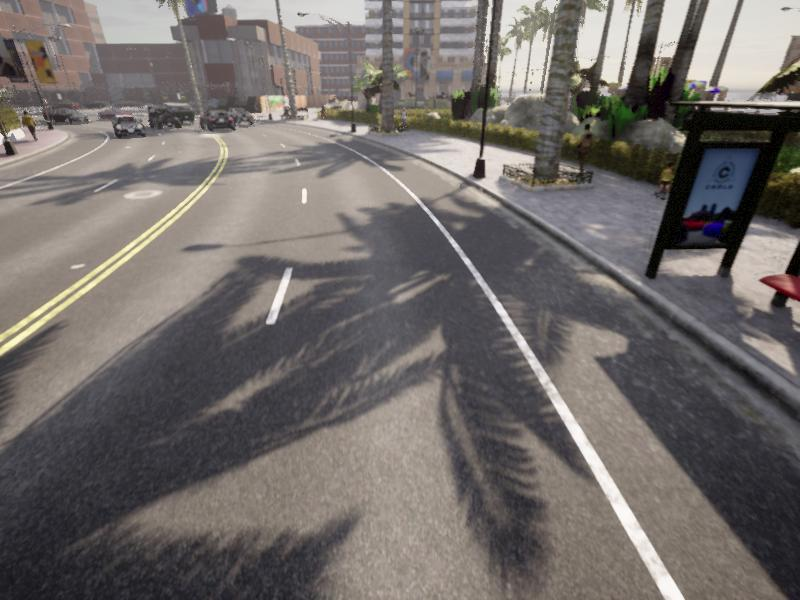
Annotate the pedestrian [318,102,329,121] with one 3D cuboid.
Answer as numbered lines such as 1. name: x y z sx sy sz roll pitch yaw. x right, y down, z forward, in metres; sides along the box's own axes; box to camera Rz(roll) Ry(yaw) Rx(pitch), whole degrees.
1. pedestrian: -8.575 -21.130 44.817 0.751 1.860 0.751 -23 35 -37

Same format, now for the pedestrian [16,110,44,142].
1. pedestrian: -23.812 -11.221 25.769 0.751 1.860 0.751 -20 33 -33

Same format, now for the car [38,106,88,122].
1. car: -39.758 -21.939 47.186 4.514 1.525 2.007 8 28 15

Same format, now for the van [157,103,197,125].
1. van: -23.723 -19.811 42.546 4.442 1.987 1.775 22 35 36

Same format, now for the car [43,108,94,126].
1. car: -34.819 -19.230 41.972 4.892 1.490 1.837 13 30 24

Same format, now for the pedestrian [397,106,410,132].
1. pedestrian: 0.301 -14.617 32.274 0.751 1.860 0.751 -13 30 -23

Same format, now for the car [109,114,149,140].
1. car: -20.535 -13.142 30.260 1.970 1.475 3.806 -17 32 -30

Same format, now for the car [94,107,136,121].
1. car: -34.631 -22.617 48.624 4.181 1.385 1.994 11 29 21

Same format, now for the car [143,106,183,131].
1. car: -21.874 -16.818 36.882 1.905 1.878 3.866 -23 35 -37

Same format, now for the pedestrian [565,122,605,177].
1. pedestrian: 6.885 -5.636 14.983 0.751 1.860 0.751 -4 28 -8

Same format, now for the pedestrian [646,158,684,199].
1. pedestrian: 7.885 -3.625 11.937 0.500 1.100 0.500 -3 28 -6

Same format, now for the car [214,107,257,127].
1. car: -16.997 -18.943 41.259 2.152 1.651 5.027 -22 35 -36

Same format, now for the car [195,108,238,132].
1. car: -16.444 -16.102 35.741 2.242 1.667 4.611 -18 32 -30

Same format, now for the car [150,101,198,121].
1. car: -27.634 -23.113 48.838 5.566 2.045 2.150 16 31 27
